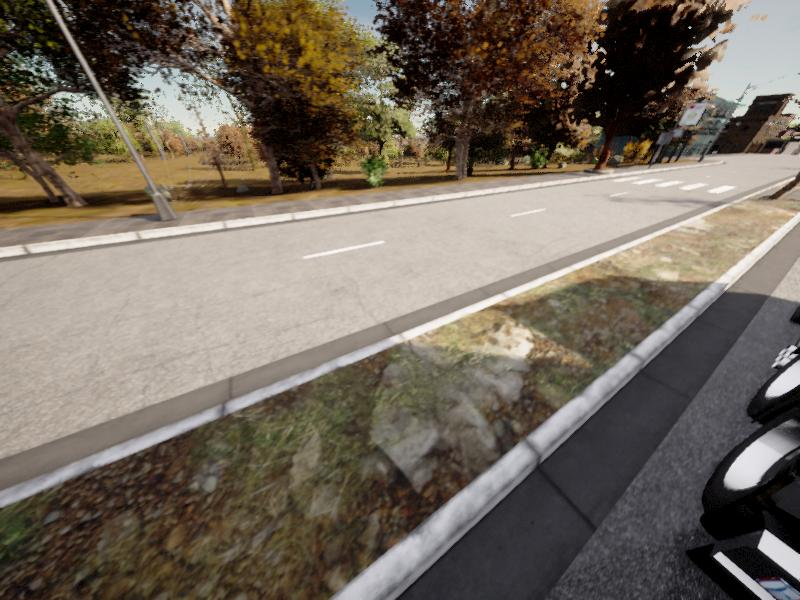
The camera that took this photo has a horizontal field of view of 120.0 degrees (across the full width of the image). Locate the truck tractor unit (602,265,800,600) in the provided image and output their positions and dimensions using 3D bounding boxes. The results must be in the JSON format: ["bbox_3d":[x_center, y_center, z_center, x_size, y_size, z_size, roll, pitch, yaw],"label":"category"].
[{"bbox_3d":[5.112,-0.299,0.785,6.516,4.208,3.053,-18,39,-24],"label":"truck tractor unit"}]
